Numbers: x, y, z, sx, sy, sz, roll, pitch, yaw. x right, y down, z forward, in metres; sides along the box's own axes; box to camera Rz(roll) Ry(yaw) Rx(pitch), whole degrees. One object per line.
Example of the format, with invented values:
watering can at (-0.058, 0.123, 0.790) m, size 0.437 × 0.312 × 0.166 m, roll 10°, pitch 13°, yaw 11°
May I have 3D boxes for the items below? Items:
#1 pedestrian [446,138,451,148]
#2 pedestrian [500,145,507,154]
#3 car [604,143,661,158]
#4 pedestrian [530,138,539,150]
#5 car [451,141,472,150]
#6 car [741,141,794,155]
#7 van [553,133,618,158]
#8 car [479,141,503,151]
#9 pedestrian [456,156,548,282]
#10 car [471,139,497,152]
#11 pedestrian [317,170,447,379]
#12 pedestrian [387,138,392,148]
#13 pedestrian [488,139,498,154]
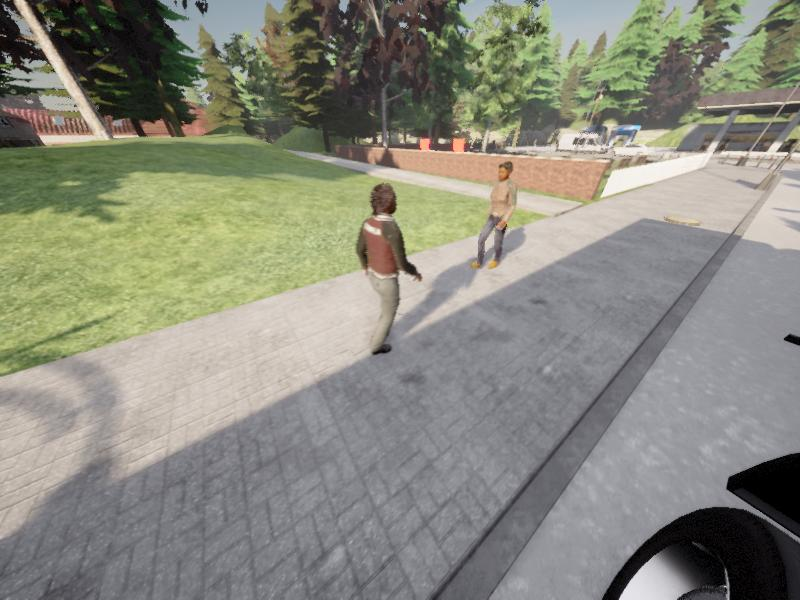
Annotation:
pedestrian at (11.490, -37.391, 54.933) m, size 0.751 × 1.860 × 0.751 m, roll 18°, pitch 39°, yaw 24°
pedestrian at (15.575, -22.656, 34.735) m, size 0.500 × 1.100 × 0.500 m, roll -17°, pitch 38°, yaw -22°
car at (29.806, -19.305, 29.805) m, size 1.812 × 1.442 × 4.674 m, roll -21°, pitch 40°, yaw -27°
pedestrian at (25.263, -29.224, 43.317) m, size 0.751 × 1.860 × 0.751 m, roll -29°, pitch 44°, yaw -34°
car at (13.128, -33.179, 49.570) m, size 1.816 × 1.474 × 4.193 m, roll -21°, pitch 40°, yaw -27°
car at (51.618, -21.460, 32.504) m, size 1.845 × 1.501 × 3.633 m, roll -22°, pitch 41°, yaw -27°
van at (24.158, -20.417, 30.473) m, size 1.988 × 2.561 × 5.915 m, roll -22°, pitch 41°, yaw -27°
car at (17.490, -29.632, 44.438) m, size 1.789 × 1.549 × 3.705 m, roll -22°, pitch 40°, yaw -28°
pedestrian at (1.636, -1.371, 4.001) m, size 0.751 × 1.860 × 0.751 m, roll -19°, pitch 39°, yaw -25°
car at (14.995, -27.787, 41.551) m, size 1.905 × 1.878 × 3.866 m, roll -22°, pitch 40°, yaw -28°
pedestrian at (-0.157, -0.216, 2.377) m, size 0.751 × 1.860 × 0.751 m, roll -23°, pitch 41°, yaw -28°
pedestrian at (-2.590, -39.007, 57.390) m, size 0.751 × 1.860 × 0.751 m, roll -23°, pitch 41°, yaw -29°
pedestrian at (14.149, -23.334, 35.048) m, size 0.751 × 1.860 × 0.751 m, roll -21°, pitch 40°, yaw -27°
